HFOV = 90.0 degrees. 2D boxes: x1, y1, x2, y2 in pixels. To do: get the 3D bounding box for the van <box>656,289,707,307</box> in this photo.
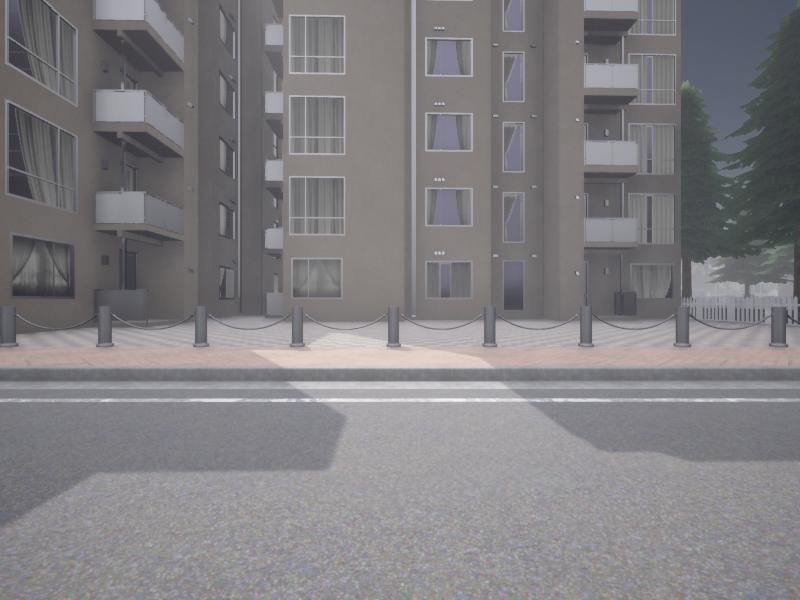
[{"bbox_3d":[40.253,-0.277,57.331,5.915,2.561,1.988,0,0,-1],"label":"van"}]
